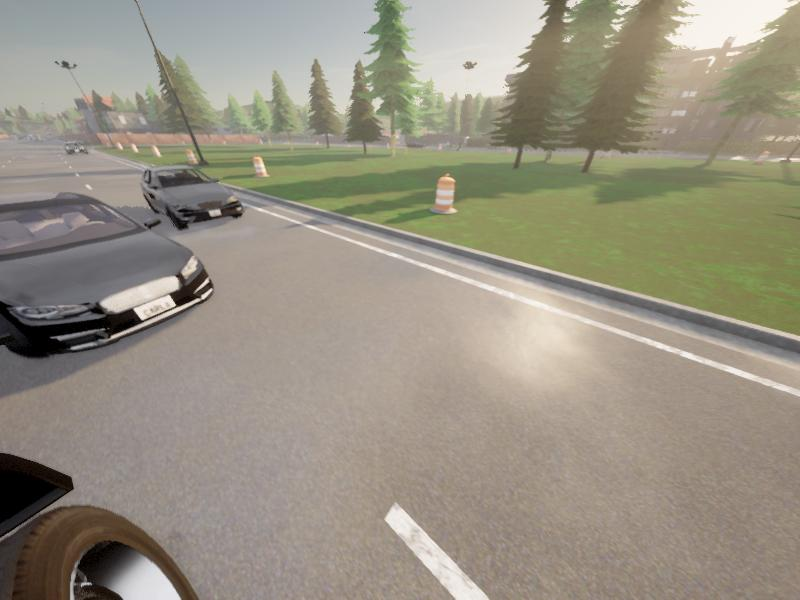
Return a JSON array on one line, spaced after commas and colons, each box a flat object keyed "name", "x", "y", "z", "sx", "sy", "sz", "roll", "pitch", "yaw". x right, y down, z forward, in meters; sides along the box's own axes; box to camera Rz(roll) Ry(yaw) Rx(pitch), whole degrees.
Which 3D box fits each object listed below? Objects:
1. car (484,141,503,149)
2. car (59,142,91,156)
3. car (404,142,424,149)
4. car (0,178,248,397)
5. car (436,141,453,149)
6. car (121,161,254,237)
[{"name": "car", "x": 22.681, "y": -37.672, "z": 56.177, "sx": 3.633, "sy": 1.501, "sz": 1.845, "roll": 25, "pitch": 42, "yaw": 30}, {"name": "car", "x": -44.673, "y": -20.831, "z": 31.735, "sx": 3.806, "sy": 1.475, "sz": 1.970, "roll": 25, "pitch": 42, "yaw": 30}, {"name": "car", "x": 3.512, "y": -38.693, "z": 57.668, "sx": 4.718, "sy": 1.301, "sz": 1.895, "roll": 25, "pitch": 42, "yaw": 30}, {"name": "car", "x": -5.282, "y": -0.796, "z": 3.681, "sx": 4.902, "sy": 1.511, "sz": 2.128, "roll": 17, "pitch": 37, "yaw": 21}, {"name": "car", "x": 10.853, "y": -37.985, "z": 56.509, "sx": 3.633, "sy": 1.501, "sz": 1.845, "roll": 25, "pitch": 42, "yaw": 30}, {"name": "car", "x": -6.931, "y": -3.486, "z": 7.508, "sx": 4.193, "sy": 1.474, "sz": 1.816, "roll": 25, "pitch": 42, "yaw": 30}]
